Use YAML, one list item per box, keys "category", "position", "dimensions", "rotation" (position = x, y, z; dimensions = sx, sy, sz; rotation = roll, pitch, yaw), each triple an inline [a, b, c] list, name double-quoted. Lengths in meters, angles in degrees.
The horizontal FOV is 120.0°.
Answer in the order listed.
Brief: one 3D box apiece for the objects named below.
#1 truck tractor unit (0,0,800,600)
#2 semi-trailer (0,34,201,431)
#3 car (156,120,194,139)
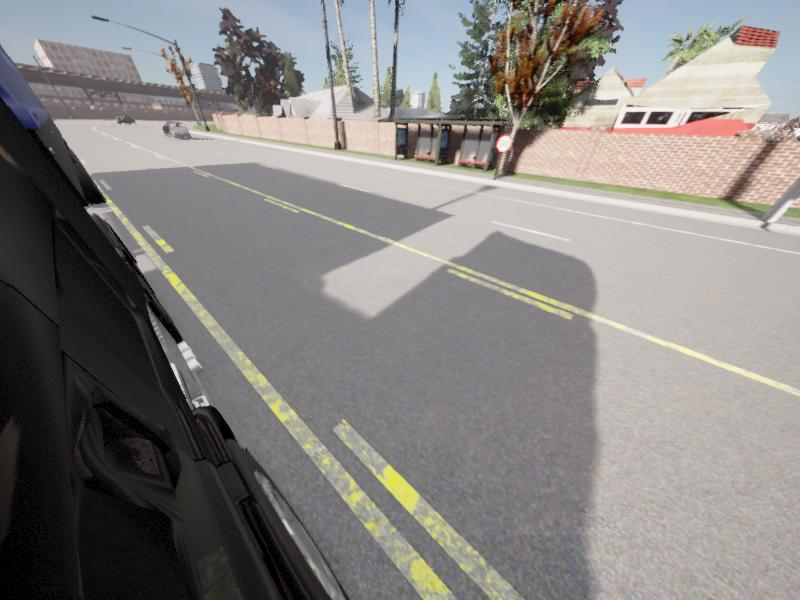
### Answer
- category: "truck tractor unit"
  position: [-2.645, -0.295, 0.351]
  dimensions: [6.516, 4.208, 3.053]
  rotation: [28, 44, 30]
- category: "semi-trailer"
  position: [-8.655, -3.641, 4.260]
  dimensions: [14.254, 4.402, 2.717]
  rotation: [29, 44, 30]
- category: "car"
  position: [-25.230, -19.093, 25.920]
  dimensions: [3.633, 1.501, 1.845]
  rotation: [28, 43, 29]
